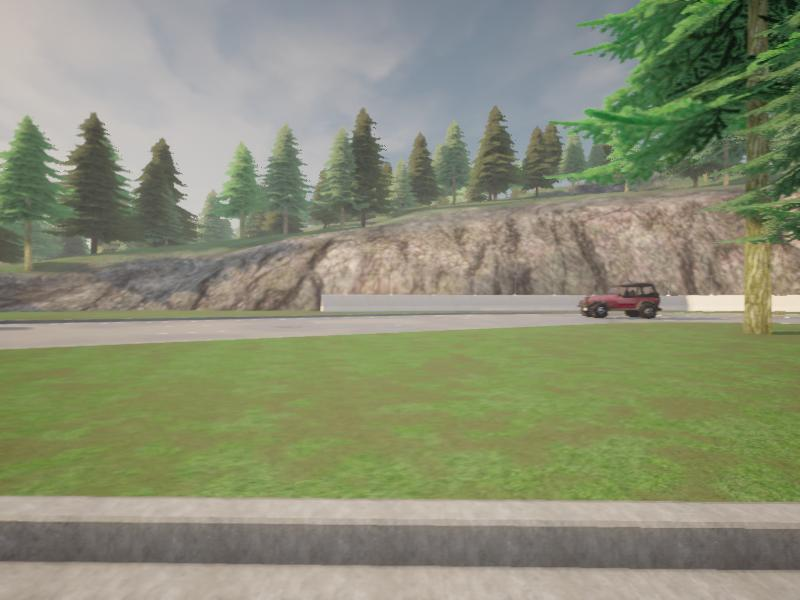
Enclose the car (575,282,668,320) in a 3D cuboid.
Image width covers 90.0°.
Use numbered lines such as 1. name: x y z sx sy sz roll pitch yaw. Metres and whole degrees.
1. car: 11.608 0.042 21.166 3.866 1.878 1.905 0 0 7
